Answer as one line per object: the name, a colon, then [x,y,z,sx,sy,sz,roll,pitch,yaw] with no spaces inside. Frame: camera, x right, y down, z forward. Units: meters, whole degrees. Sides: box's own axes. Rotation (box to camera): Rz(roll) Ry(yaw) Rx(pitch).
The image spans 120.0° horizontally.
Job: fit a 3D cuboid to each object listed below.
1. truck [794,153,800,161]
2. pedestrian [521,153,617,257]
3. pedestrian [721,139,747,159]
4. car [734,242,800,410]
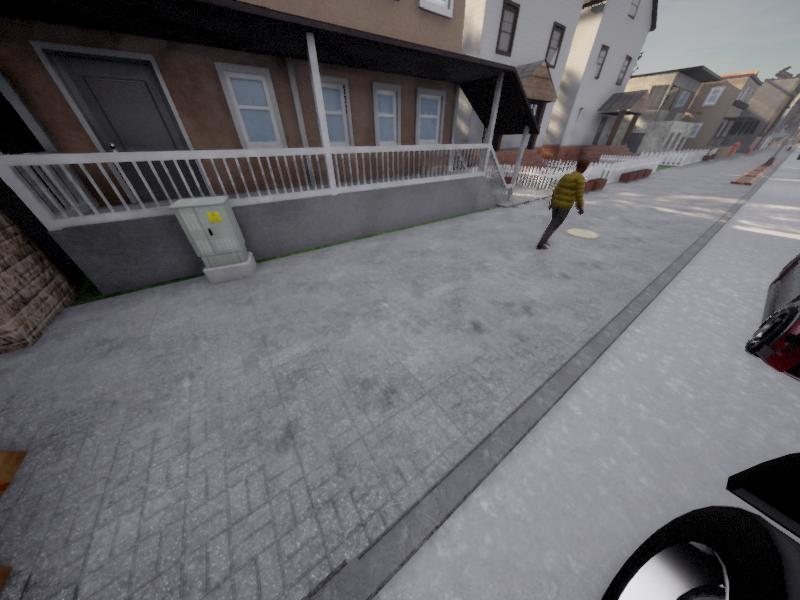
truck: [48.246,-17.837,25.622,8.468,3.827,2.891,-22,40,-28]
pedestrian: [3.386,-1.955,4.838,0.751,1.860,0.751,-7,36,-9]
pedestrian: [36.905,-16.699,25.564,0.751,1.860,0.751,-17,39,-23]
car: [6.076,0.142,2.543,4.181,1.385,1.994,-21,40,-28]
